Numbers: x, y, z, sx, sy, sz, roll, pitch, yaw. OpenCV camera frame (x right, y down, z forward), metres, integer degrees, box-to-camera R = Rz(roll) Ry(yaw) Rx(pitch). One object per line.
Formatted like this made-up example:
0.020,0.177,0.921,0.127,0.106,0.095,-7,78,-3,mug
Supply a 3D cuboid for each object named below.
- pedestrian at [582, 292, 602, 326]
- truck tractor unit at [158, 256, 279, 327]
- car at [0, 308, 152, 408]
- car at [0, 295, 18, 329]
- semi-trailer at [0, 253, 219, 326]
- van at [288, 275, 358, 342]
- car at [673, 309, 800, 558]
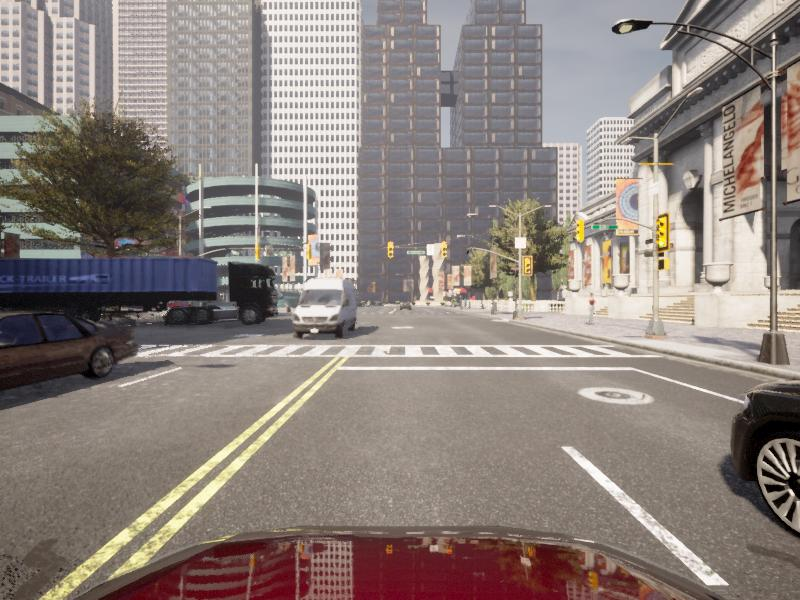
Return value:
10.672,0.485,22.269,0.751,1.860,0.751,0,0,0,pedestrian
-11.412,-0.521,25.876,6.516,4.208,3.053,0,0,-8,truck tractor unit
-6.914,0.895,6.777,2.033,1.411,5.357,0,0,1,car
-23.996,0.653,21.780,4.605,1.855,1.932,0,0,1,car
-19.304,-0.618,25.580,14.254,4.402,2.717,0,0,0,semi-trailer
-3.249,0.323,18.285,1.988,2.561,5.915,0,0,1,van
3.511,0.836,1.169,2.128,1.511,4.902,0,0,1,car
